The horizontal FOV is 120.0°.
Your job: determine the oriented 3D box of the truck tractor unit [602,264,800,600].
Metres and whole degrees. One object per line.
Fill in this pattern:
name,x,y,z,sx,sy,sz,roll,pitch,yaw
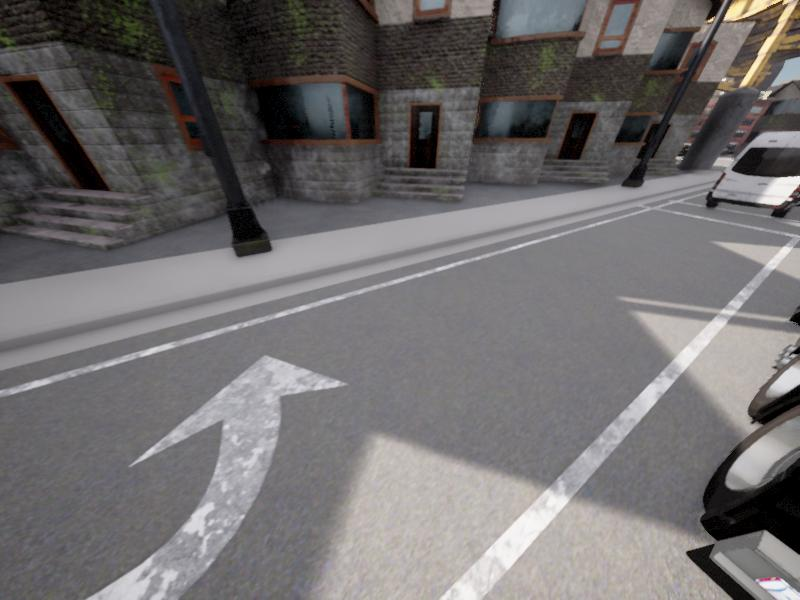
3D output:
truck tractor unit,5.110,-0.301,0.785,6.516,4.208,3.053,-18,39,-24

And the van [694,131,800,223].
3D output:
van,14.964,-4.968,9.022,5.915,2.561,1.988,-16,38,-22
